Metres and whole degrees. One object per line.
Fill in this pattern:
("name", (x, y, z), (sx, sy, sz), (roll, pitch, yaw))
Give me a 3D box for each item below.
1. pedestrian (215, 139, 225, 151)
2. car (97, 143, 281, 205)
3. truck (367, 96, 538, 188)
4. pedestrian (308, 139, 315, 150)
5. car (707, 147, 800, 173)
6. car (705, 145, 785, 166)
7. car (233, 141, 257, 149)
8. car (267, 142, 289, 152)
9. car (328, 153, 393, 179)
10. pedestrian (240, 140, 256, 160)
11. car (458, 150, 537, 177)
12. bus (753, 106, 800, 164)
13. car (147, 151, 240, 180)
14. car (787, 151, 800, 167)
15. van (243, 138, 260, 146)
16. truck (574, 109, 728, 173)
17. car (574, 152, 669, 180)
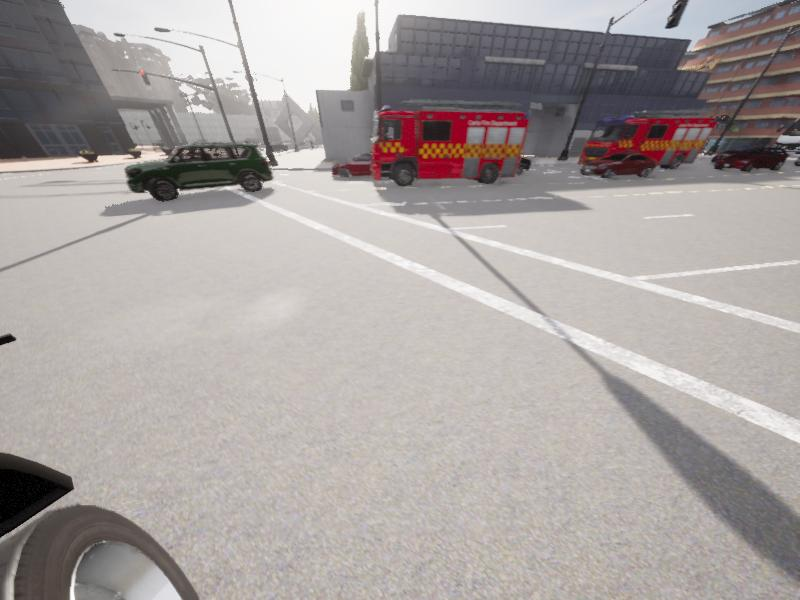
("pedestrian", (-32.942, -28.385, 42.289), (0.751, 1.860, 0.751), (-22, 41, -29))
("car", (-9.099, -6.086, 10.794), (5.566, 2.045, 2.150), (-24, 41, -31))
("truck", (2.551, -8.906, 13.344), (8.468, 3.827, 2.891), (-5, 35, -8))
("pedestrian", (-18.983, -33.397, 49.658), (0.751, 1.860, 0.751), (10, 36, 13))
("car", (26.412, -10.527, 17.314), (4.193, 1.474, 1.816), (-7, 36, -7))
("car", (31.020, -13.075, 20.858), (4.181, 1.385, 1.994), (-7, 36, -8))
("car", (-39.254, -39.181, 58.432), (5.027, 1.651, 2.152), (13, 37, 18))
("car", (-24.590, -31.034, 46.818), (1.837, 1.490, 4.892), (1, 35, 1))
("car", (-2.684, -9.431, 16.214), (4.181, 1.385, 1.994), (-6, 35, -8))
("pedestrian", (-17.501, -17.325, 26.645), (0.751, 1.860, 0.751), (-4, 35, -7))
("car", (7.268, -10.473, 17.612), (4.974, 1.542, 2.038), (-6, 35, -8))
("bus", (41.241, -15.291, 21.334), (10.273, 4.253, 3.944), (-6, 35, -8))
("car", (-13.504, -8.955, 15.346), (4.193, 1.474, 1.816), (3, 35, 3))
("car", (34.511, -11.466, 18.384), (3.806, 1.475, 1.970), (-6, 35, -7))
("van", (-50.992, -54.330, 79.414), (4.442, 1.987, 1.775), (-28, 44, -35))
("truck", (19.722, -12.766, 18.667), (8.468, 3.827, 2.891), (-6, 35, -8))
("car", (15.005, -9.213, 15.792), (4.674, 1.442, 1.812), (-6, 35, -8))
